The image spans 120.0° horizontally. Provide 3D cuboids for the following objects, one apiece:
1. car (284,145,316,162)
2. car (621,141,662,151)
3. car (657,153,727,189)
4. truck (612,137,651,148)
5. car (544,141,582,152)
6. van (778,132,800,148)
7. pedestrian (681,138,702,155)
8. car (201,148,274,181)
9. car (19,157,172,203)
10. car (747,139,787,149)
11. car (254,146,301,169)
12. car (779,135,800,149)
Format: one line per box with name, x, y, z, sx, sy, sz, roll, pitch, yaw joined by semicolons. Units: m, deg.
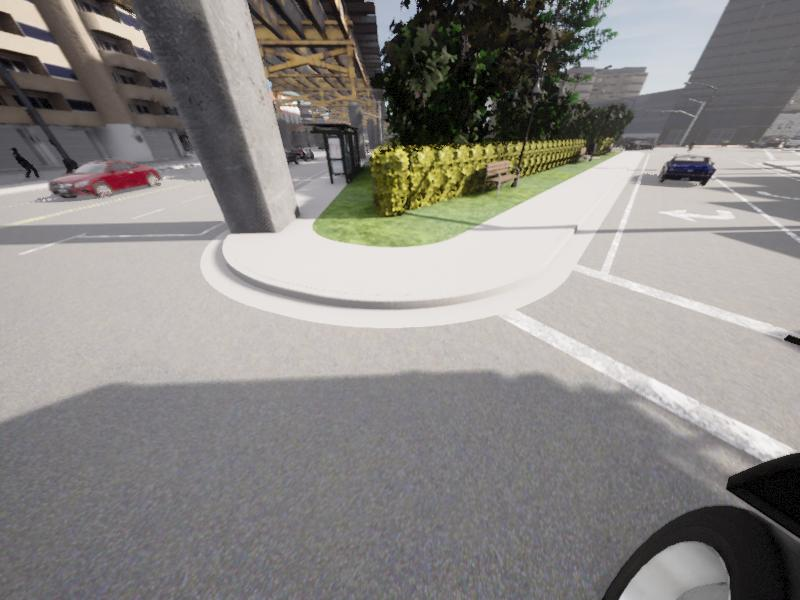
car;-12.266;-18.247;28.725;2.038;1.542;4.974;-2;35;-2
car;43.440;-27.823;41.660;4.792;1.488;2.163;-4;35;-5
car;16.662;-7.644;13.452;1.895;1.301;4.718;27;44;33
truck;54.142;-37.062;54.282;2.390;2.098;6.274;-2;34;-2
car;28.748;-27.170;40.881;4.902;1.511;2.128;-2;35;-2
van;78.803;-31.066;44.854;5.915;2.561;1.988;-2;35;-2
pedestrian;39.006;-20.520;30.912;0.751;1.860;0.751;-3;35;-4
car;-11.641;-10.186;17.152;1.930;1.638;5.238;-2;35;-2
car;-14.851;-6.309;11.850;1.812;1.442;4.674;-2;35;-2
car;71.333;-30.412;44.950;4.193;1.474;1.816;-2;35;-2
car;-11.929;-14.214;22.903;2.152;1.651;5.027;-2;35;-2
car;74.160;-28.730;42.021;5.566;2.045;2.150;-2;35;-1
